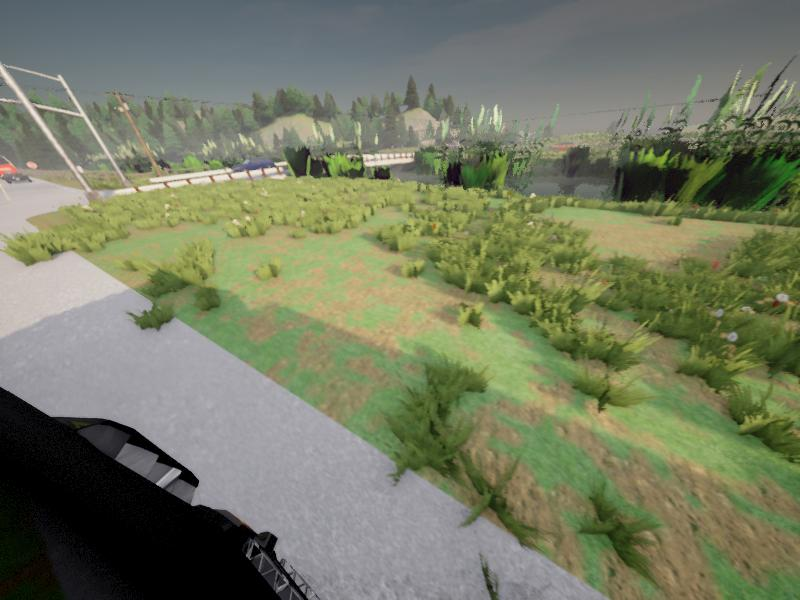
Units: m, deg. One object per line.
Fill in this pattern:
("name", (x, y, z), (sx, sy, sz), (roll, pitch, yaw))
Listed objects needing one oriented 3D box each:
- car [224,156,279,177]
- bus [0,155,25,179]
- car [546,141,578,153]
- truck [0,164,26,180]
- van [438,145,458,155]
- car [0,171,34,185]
("car", (-16.493, -15.096, 25.954), (1.812, 1.442, 4.674), (20, 43, 30))
("bus", (-90.969, -30.329, 52.587), (10.273, 4.253, 3.944), (18, 39, 28))
("car", (31.590, -29.930, 45.159), (4.553, 1.767, 2.097), (20, 40, 31))
("truck", (-76.188, -24.874, 44.871), (5.204, 2.467, 2.627), (18, 39, 28))
("van", (11.960, -37.319, 57.599), (4.442, 1.987, 1.775), (21, 40, 31))
("car", (-58.902, -18.792, 35.432), (5.027, 1.651, 2.152), (18, 39, 28))
